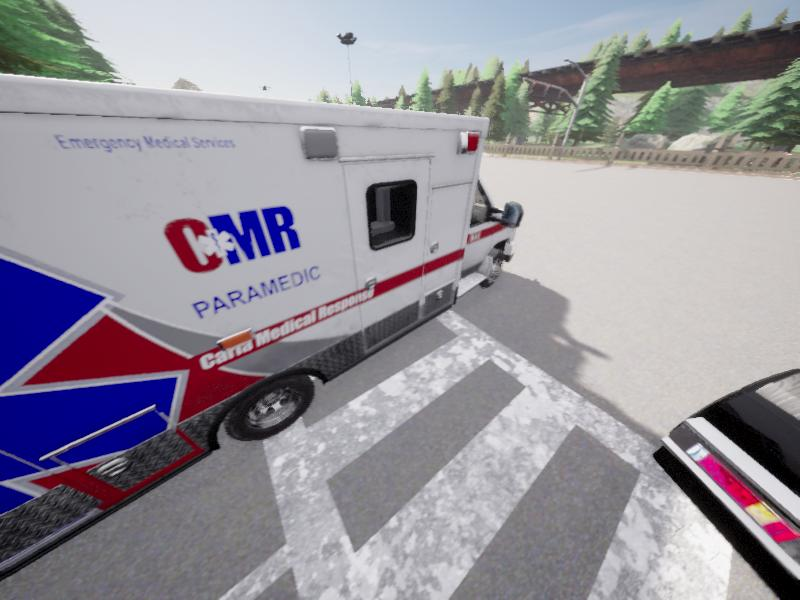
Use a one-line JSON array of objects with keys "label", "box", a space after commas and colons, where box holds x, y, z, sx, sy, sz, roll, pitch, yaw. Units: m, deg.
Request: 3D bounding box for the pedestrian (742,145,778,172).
[{"label": "pedestrian", "box": [29.625, -11.658, 19.032, 0.751, 1.860, 0.751, -23, 41, -29]}]

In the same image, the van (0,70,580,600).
[{"label": "van", "box": [-0.721, -0.733, 2.888, 6.366, 2.431, 2.351, -26, 43, -32]}]

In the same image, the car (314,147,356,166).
[{"label": "car", "box": [-6.824, -14.971, 23.942, 2.033, 1.411, 5.357, -23, 41, -29]}]

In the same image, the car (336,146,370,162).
[{"label": "car", "box": [-5.604, -17.189, 27.135, 1.994, 1.385, 4.181, -25, 42, -31]}]

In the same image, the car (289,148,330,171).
[{"label": "car", "box": [-8.092, -12.571, 20.534, 1.994, 1.385, 4.181, -23, 41, -29]}]

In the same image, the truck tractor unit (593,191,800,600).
[{"label": "truck tractor unit", "box": [5.361, 0.130, 0.187, 6.516, 4.208, 3.053, -3, 35, -6]}]

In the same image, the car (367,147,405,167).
[{"label": "car", "box": [-1.446, -14.173, 22.811, 1.970, 1.475, 3.806, -23, 41, -29]}]
